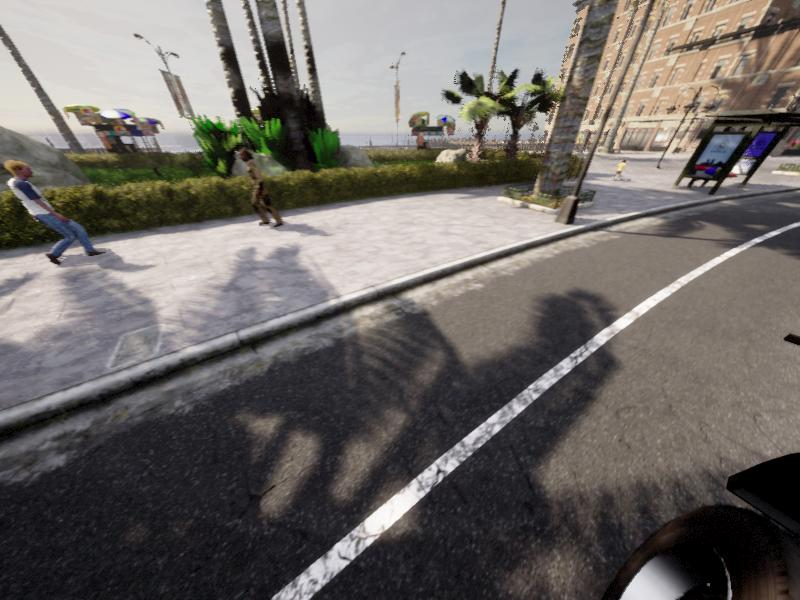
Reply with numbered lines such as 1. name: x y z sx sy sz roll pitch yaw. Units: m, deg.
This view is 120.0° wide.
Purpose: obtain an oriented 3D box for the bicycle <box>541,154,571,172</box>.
1. bicycle: 10.980 -9.661 16.293 1.643 1.024 0.373 -8 36 -11

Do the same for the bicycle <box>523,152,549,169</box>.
1. bicycle: 10.517 -10.797 17.888 1.643 1.024 0.373 -8 36 -11

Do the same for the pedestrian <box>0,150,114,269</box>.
1. pedestrian: -6.588 -1.664 4.307 0.751 1.860 0.751 26 43 31

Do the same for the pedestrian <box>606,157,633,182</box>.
1. pedestrian: 11.938 -7.105 12.577 0.500 1.100 0.500 -10 37 -14

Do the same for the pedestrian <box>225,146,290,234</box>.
1. pedestrian: -3.539 -2.751 5.829 0.751 1.860 0.751 -24 42 -29

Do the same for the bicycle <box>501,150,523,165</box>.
1. bicycle: 9.823 -12.500 20.280 1.643 1.024 0.373 -8 36 -11
